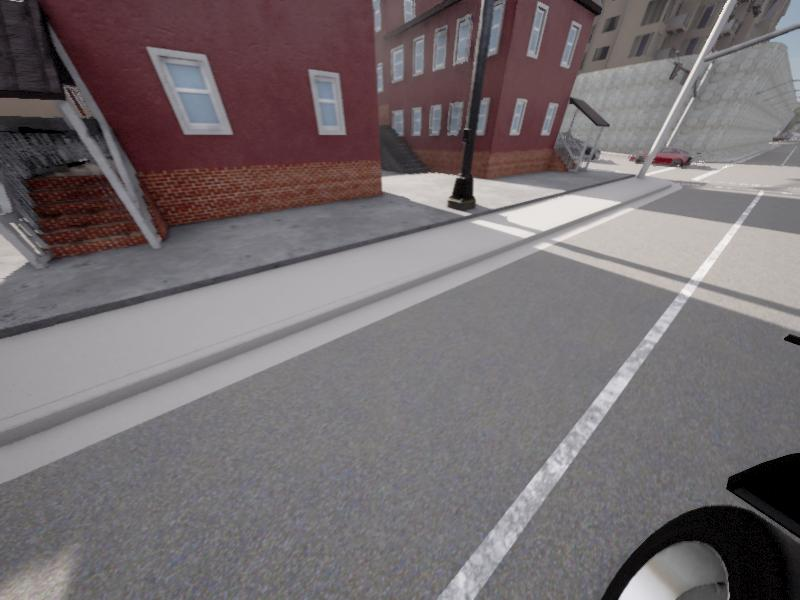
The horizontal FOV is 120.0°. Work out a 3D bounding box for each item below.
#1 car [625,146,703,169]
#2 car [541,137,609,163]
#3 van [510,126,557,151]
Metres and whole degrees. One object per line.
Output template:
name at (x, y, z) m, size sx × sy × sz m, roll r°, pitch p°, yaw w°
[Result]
car at (23.723, -12.998, 20.950) m, size 1.994 × 1.385 × 4.181 m, roll -20°, pitch 42°, yaw -26°
car at (17.406, -15.165, 23.247) m, size 2.033 × 1.649 × 4.856 m, roll -22°, pitch 45°, yaw -28°
van at (16.524, -20.158, 28.816) m, size 1.775 × 1.987 × 4.442 m, roll -23°, pitch 49°, yaw -29°
